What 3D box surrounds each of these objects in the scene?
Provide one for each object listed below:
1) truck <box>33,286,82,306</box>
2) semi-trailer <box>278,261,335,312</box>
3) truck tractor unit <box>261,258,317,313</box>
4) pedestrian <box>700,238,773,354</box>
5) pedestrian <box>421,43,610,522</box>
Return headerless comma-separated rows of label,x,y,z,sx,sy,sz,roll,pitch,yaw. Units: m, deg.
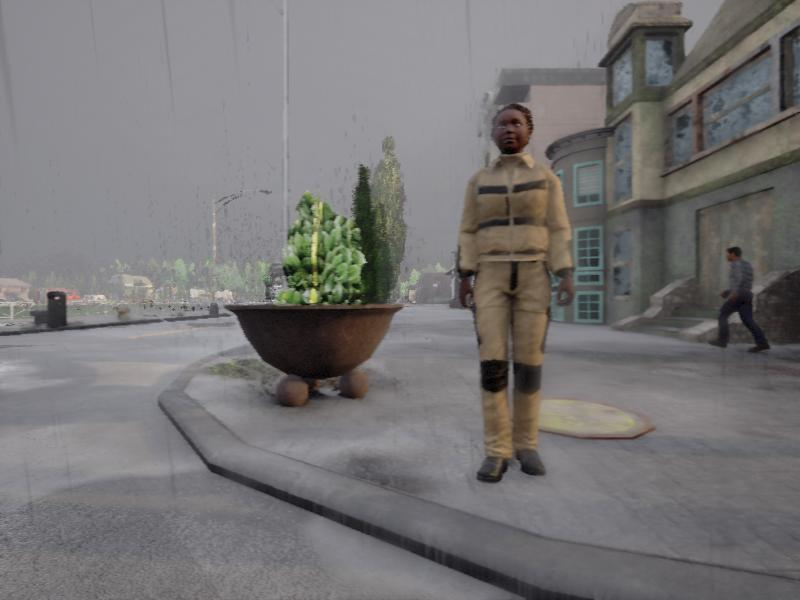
truck,-71.029,-0.779,83.284,2.891,3.827,8.468,0,0,0
semi-trailer,-9.359,-1.199,42.211,2.717,4.402,14.254,0,0,0
truck tractor unit,-9.296,-1.101,34.298,3.053,4.208,6.516,0,0,-1
pedestrian,5.808,-0.065,6.925,0.751,1.860,0.751,0,0,-29
pedestrian,0.564,-0.067,2.020,0.751,1.860,0.751,0,0,17
